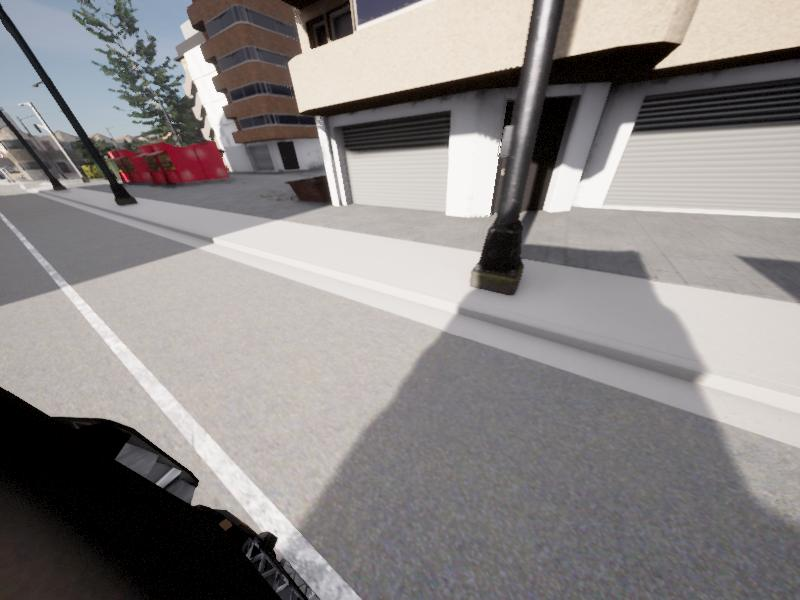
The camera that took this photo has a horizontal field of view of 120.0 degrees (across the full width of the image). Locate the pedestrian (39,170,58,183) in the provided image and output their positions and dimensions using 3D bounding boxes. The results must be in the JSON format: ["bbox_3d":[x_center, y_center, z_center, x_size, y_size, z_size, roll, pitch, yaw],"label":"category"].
[{"bbox_3d":[-57.254,-20.114,37.639,0.751,1.860,0.751,12,36,23],"label":"pedestrian"}]
